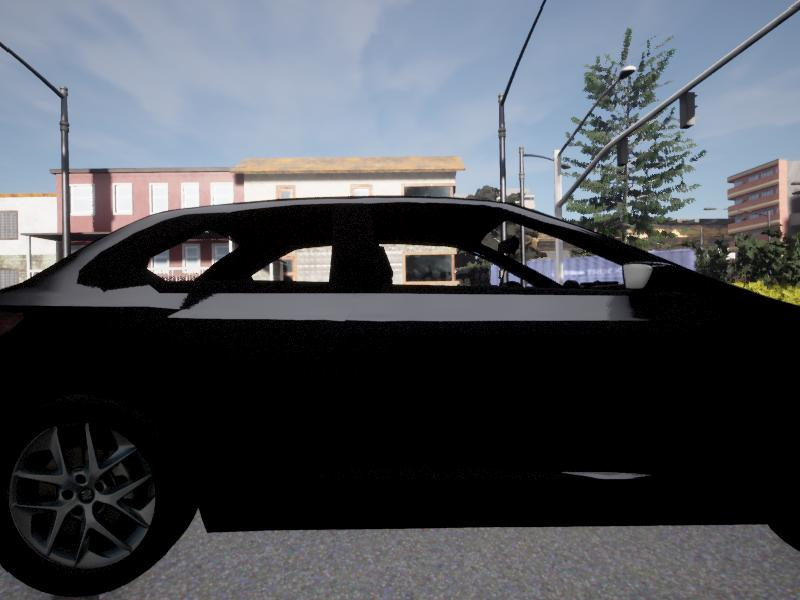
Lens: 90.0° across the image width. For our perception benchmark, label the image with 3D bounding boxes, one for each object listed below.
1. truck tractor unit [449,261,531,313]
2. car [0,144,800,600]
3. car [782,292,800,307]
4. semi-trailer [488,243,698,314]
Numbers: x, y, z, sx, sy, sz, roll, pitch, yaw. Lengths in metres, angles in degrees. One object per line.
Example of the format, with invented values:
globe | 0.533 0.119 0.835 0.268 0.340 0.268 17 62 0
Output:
truck tractor unit | 8.012 -1.059 36.076 6.516 4.208 3.053 -1 0 44
car | 0.342 0.254 2.184 4.193 1.474 1.816 0 0 -1
car | 35.192 -0.080 33.435 1.895 1.301 4.718 -1 0 -1
semi-trailer | 13.817 -1.260 30.696 14.254 4.402 2.717 -1 0 43
